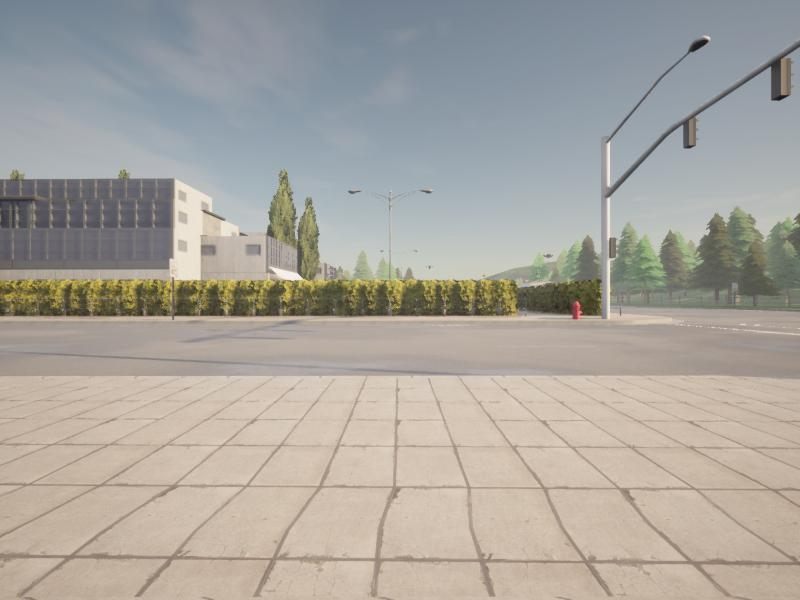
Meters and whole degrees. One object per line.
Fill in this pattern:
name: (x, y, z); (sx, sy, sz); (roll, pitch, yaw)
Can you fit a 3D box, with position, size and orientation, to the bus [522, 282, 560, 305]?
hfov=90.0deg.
bus: (27.365, -1.162, 78.481); (3.944, 4.253, 10.273); (0, 0, 1)
